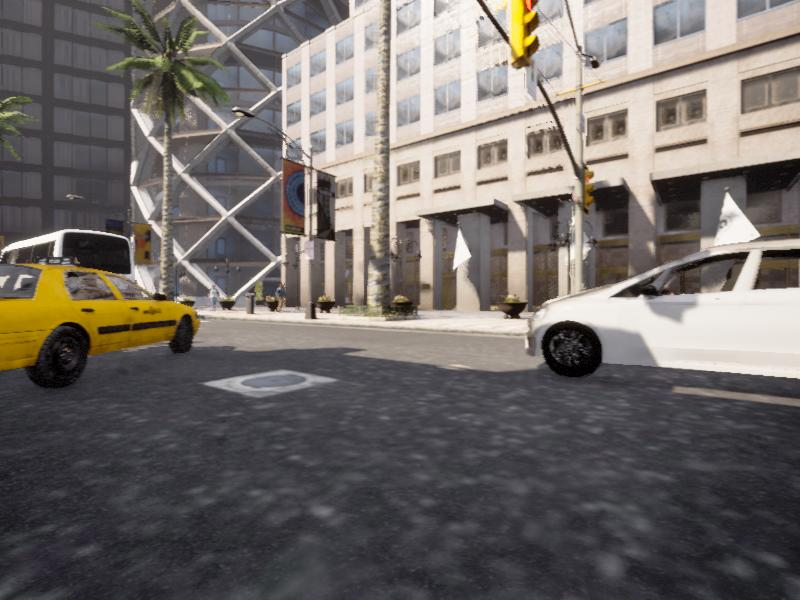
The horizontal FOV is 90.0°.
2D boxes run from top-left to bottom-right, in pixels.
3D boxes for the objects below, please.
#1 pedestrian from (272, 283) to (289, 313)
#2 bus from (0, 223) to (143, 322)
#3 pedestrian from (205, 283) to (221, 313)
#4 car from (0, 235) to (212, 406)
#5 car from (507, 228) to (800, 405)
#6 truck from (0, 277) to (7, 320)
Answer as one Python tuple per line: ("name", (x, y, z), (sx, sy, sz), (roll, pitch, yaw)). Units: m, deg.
("pedestrian", (-7.516, -0.126, 25.175), (0.751, 1.860, 0.751), (0, 0, 35))
("bus", (-18.514, -1.154, 21.653), (10.273, 4.253, 3.944), (0, 0, 34))
("pedestrian", (-11.740, -0.129, 25.155), (0.751, 1.860, 0.751), (0, 0, -41))
("car", (-4.723, 0.196, 5.777), (1.801, 1.575, 5.366), (0, 0, -4))
("car", (3.989, 0.159, 5.015), (4.611, 1.667, 2.242), (0, 0, 37))
("truck", (-22.386, -0.079, 20.107), (6.274, 2.098, 2.390), (0, 0, 33))
